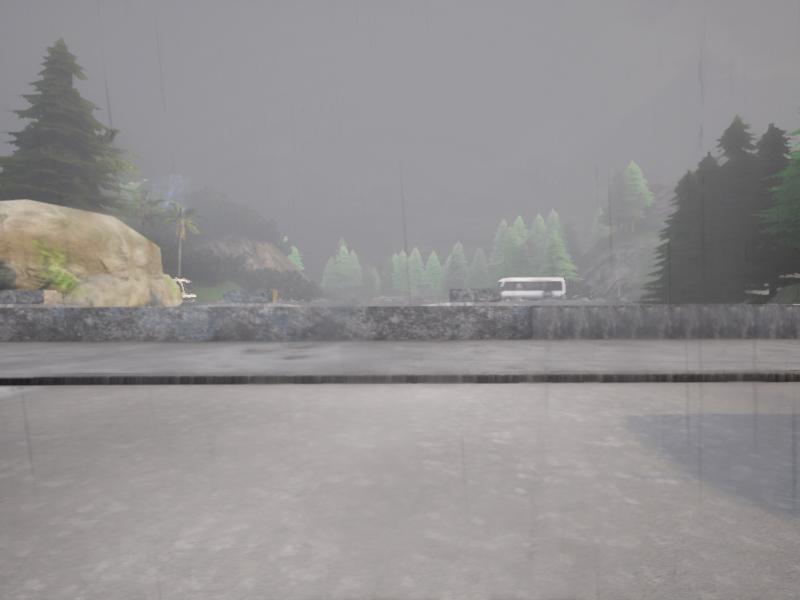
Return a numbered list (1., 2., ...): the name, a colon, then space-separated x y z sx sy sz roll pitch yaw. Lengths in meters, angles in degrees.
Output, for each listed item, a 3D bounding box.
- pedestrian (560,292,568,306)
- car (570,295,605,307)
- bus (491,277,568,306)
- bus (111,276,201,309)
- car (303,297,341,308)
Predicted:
1. pedestrian: 20.947 -0.141 51.006 0.751 1.860 0.751 0 0 0
2. car: 26.345 0.094 56.281 3.988 1.617 1.851 0 0 0
3. bus: 19.318 -1.201 60.146 10.273 4.253 3.944 0 0 0
4. bus: -34.074 -1.012 56.249 10.273 4.253 3.944 1 0 0
5. car: -10.899 0.289 56.188 4.892 1.490 1.837 0 0 0
